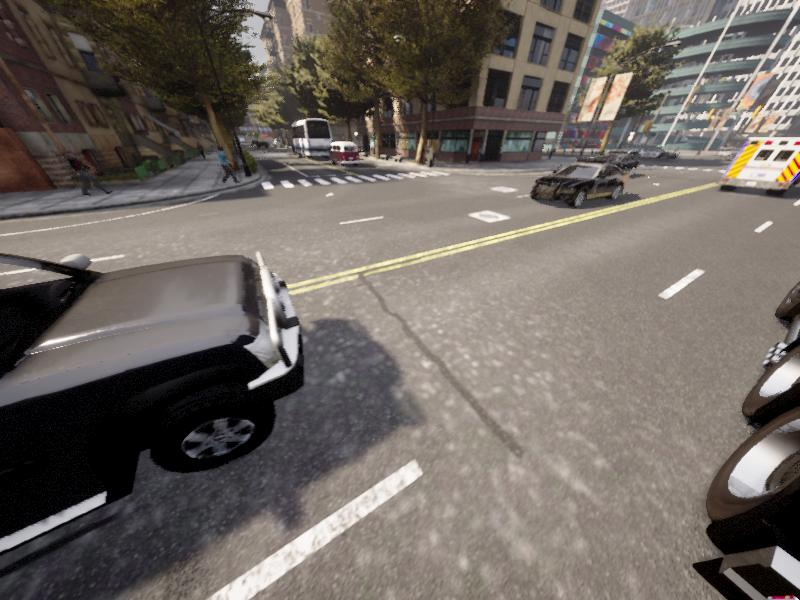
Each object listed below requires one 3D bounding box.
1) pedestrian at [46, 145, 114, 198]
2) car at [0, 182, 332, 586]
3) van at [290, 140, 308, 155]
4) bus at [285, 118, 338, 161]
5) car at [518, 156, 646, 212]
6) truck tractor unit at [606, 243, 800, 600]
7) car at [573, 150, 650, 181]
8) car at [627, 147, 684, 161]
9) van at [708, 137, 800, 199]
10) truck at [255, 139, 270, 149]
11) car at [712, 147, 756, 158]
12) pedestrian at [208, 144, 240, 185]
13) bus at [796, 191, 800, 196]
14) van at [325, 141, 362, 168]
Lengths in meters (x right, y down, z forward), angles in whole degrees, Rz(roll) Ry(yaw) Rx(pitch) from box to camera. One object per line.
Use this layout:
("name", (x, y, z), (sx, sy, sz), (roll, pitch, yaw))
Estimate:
("pedestrian", (-13.207, -5.351, 9.628), (0.751, 1.860, 0.751), (-23, 41, -30))
("car", (-3.153, 0.592, 1.480), (4.605, 1.855, 1.932), (-19, 39, -24))
("van", (-17.644, -26.521, 40.169), (1.775, 1.987, 4.442), (-18, 39, -24))
("bus", (-12.512, -22.282, 32.147), (3.944, 4.253, 10.273), (-18, 39, -25))
("car", (8.005, -5.273, 10.194), (5.238, 1.638, 1.930), (-18, 39, -24))
("truck tractor unit", (5.073, -0.337, 0.829), (6.516, 4.208, 3.053), (-20, 40, -26))
("car", (15.739, -10.109, 17.198), (5.238, 1.638, 1.930), (-18, 39, -24))
("car", (36.184, -20.859, 32.893), (2.038, 1.542, 4.974), (-23, 41, -30))
("van", (20.345, -7.299, 12.516), (6.366, 2.431, 2.351), (-18, 39, -24))
("truck", (-36.104, -40.817, 60.428), (2.390, 2.098, 6.274), (-18, 39, -25))
("car", (53.511, -23.699, 37.113), (3.633, 1.501, 1.845), (1, 35, 1))
("pedestrian", (-9.382, -7.258, 12.395), (0.751, 1.860, 0.751), (-19, 39, -25))
("bus", (25.993, -7.654, 11.482), (10.273, 4.253, 3.944), (-18, 39, -24))
("van", (-5.776, -14.885, 23.528), (2.069, 2.038, 4.480), (-18, 39, -25))
